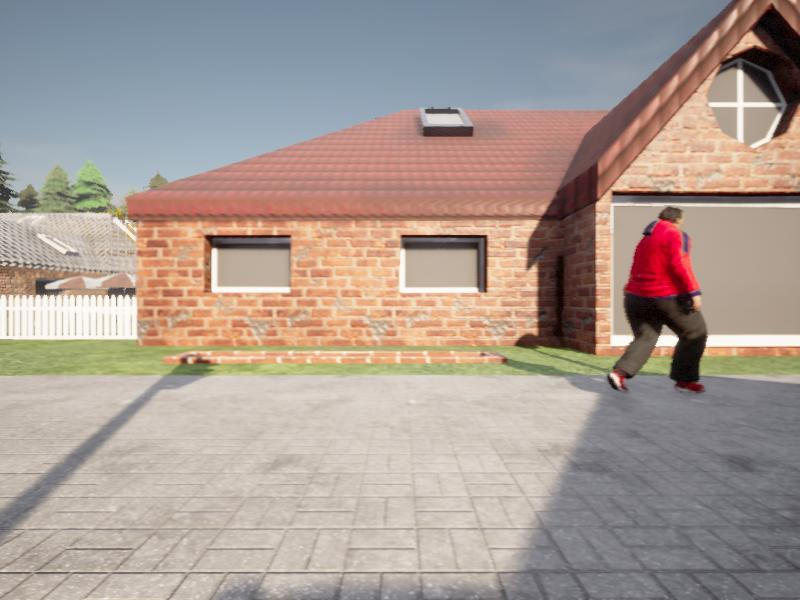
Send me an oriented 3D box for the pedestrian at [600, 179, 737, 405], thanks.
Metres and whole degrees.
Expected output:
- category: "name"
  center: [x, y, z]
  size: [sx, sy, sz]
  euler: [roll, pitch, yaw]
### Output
- category: "pedestrian"
  center: [2.436, -0.068, 3.713]
  size: [0.751, 1.860, 0.751]
  euler: [0, 0, -7]
